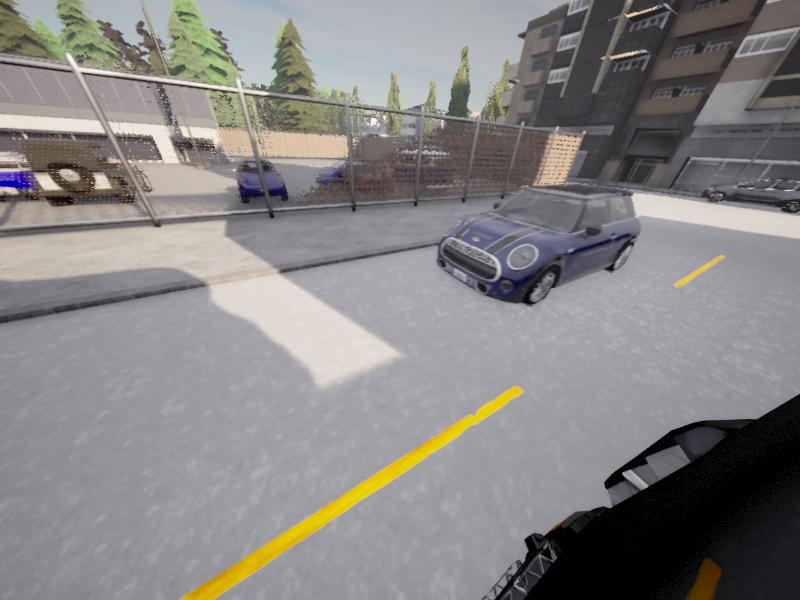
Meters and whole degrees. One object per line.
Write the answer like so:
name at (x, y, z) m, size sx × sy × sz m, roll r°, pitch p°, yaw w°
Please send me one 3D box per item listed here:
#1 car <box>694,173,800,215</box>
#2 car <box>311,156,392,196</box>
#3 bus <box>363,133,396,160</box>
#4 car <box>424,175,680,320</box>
car at (22.172, -6.582, 14.141) m, size 2.242 × 1.667 × 4.611 m, roll -16°, pitch 38°, yaw -26°
car at (-2.476, -6.639, 12.284) m, size 3.705 × 1.547 × 1.789 m, roll -16°, pitch 38°, yaw -26°
bus at (-4.053, -32.326, 48.628) m, size 3.944 × 4.253 × 10.273 m, roll 8°, pitch 35°, yaw 10°
car at (3.060, -1.496, 4.848) m, size 4.553 × 1.767 × 2.097 m, roll -16°, pitch 38°, yaw -26°
